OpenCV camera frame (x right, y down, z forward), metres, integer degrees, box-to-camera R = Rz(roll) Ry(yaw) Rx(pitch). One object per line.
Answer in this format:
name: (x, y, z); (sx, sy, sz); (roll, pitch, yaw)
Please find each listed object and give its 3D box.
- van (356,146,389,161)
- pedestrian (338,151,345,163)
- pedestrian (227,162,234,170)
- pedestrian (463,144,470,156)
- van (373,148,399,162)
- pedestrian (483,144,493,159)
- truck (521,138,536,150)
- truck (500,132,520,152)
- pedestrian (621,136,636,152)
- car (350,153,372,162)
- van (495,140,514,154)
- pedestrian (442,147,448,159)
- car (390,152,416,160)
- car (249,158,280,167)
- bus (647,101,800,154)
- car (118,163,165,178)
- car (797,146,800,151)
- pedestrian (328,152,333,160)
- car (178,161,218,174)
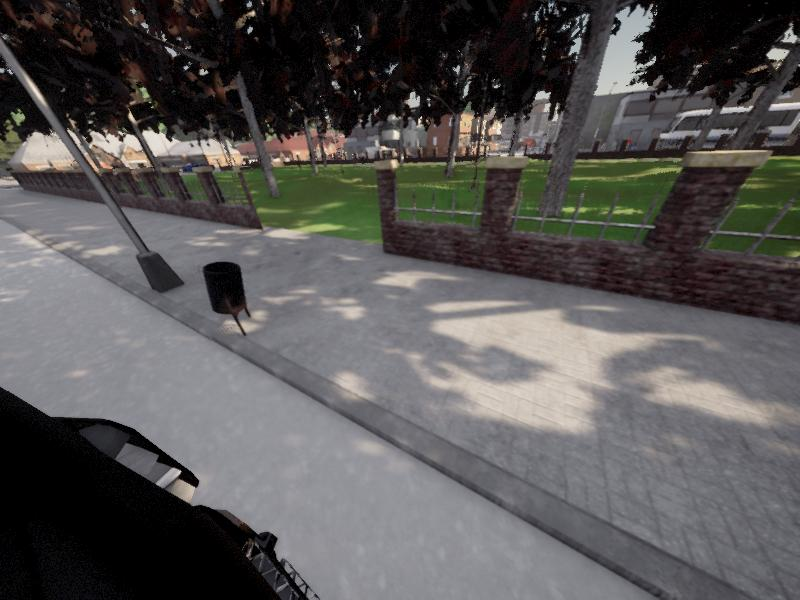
van: (-5.829, -31.058, 49.107); (6.366, 2.431, 2.351); (15, 37, 25)
pedestrian: (-10.768, -26.336, 42.662); (0.751, 1.860, 0.751); (15, 37, 25)
pedestrian: (-30.418, -24.036, 41.467); (0.500, 1.100, 0.500); (15, 37, 25)
pedestrian: (13.443, -30.347, 46.746); (0.751, 1.860, 0.751); (-28, 41, -32)
van: (-2.592, -27.350, 43.651); (4.442, 1.987, 1.775); (14, 37, 24)
pedestrian: (12.667, -21.387, 33.306); (0.751, 1.860, 0.751); (23, 42, 34)
truck: (34.627, -41.852, 62.093); (2.627, 2.467, 5.204); (15, 38, 25)
truck: (28.207, -40.297, 59.031); (2.891, 3.827, 8.468); (16, 38, 26)
pedestrian: (33.986, -23.253, 34.403); (0.751, 1.860, 0.751); (-1, 34, 4)
car: (-7.804, -28.602, 46.374); (3.633, 1.501, 1.845); (14, 37, 24)
van: (23.581, -34.668, 52.182); (2.351, 2.431, 6.366); (16, 38, 27)
pedestrian: (7.859, -25.726, 40.429); (0.751, 1.860, 0.751); (22, 41, 33)
car: (0.617, -28.645, 45.971); (4.718, 1.301, 1.895); (17, 38, 27)
car: (-29.912, -30.523, 51.178); (2.033, 1.411, 5.357); (16, 38, 26)
bus: (37.754, -20.039, 27.326); (10.273, 4.253, 3.944); (16, 38, 25)
car: (-42.978, -21.627, 38.543); (2.242, 1.667, 4.611); (15, 39, 26)
car: (42.837, -15.295, 21.893); (4.605, 1.855, 1.932); (15, 37, 24)
pedestrian: (-19.130, -39.749, 63.598); (0.751, 1.860, 0.751); (21, 41, 32)
car: (-36.298, -23.975, 41.684); (1.882, 1.535, 5.008); (15, 37, 25)
